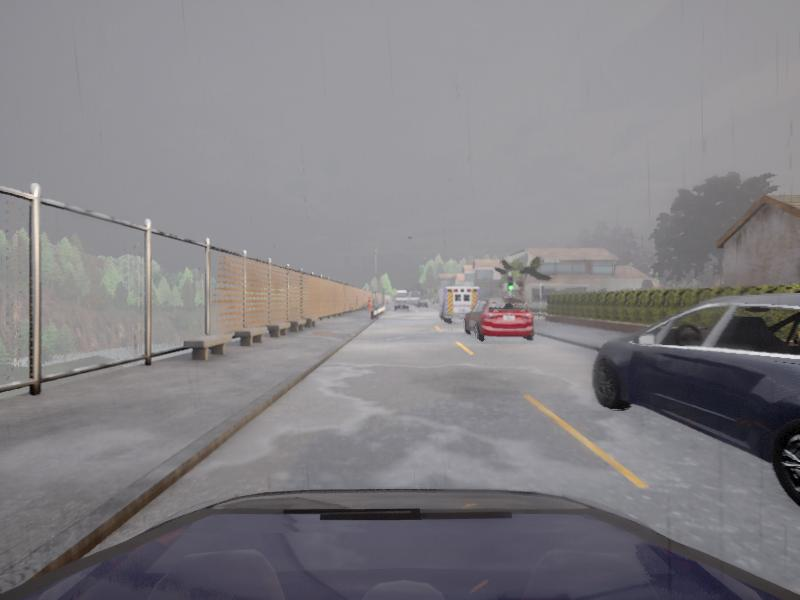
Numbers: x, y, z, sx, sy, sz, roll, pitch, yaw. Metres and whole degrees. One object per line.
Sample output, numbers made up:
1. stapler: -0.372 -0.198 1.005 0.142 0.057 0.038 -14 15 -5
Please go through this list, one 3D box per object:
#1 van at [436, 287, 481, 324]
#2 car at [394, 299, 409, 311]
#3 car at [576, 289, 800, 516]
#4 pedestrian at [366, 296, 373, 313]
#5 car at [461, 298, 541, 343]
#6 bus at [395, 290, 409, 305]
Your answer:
1. van: 4.143 0.357 29.447 2.351 2.431 6.366 0 0 0
2. car: 0.282 0.740 57.754 2.152 1.651 5.027 0 0 2
3. car: 4.052 0.752 4.335 2.242 1.667 4.611 0 0 0
4. pedestrian: -3.386 0.502 44.436 0.751 1.860 0.751 0 0 0
5. car: 4.085 0.744 17.083 2.242 1.667 4.611 0 0 0
6. bus: 0.662 -0.621 118.384 3.944 4.253 10.273 0 0 0
